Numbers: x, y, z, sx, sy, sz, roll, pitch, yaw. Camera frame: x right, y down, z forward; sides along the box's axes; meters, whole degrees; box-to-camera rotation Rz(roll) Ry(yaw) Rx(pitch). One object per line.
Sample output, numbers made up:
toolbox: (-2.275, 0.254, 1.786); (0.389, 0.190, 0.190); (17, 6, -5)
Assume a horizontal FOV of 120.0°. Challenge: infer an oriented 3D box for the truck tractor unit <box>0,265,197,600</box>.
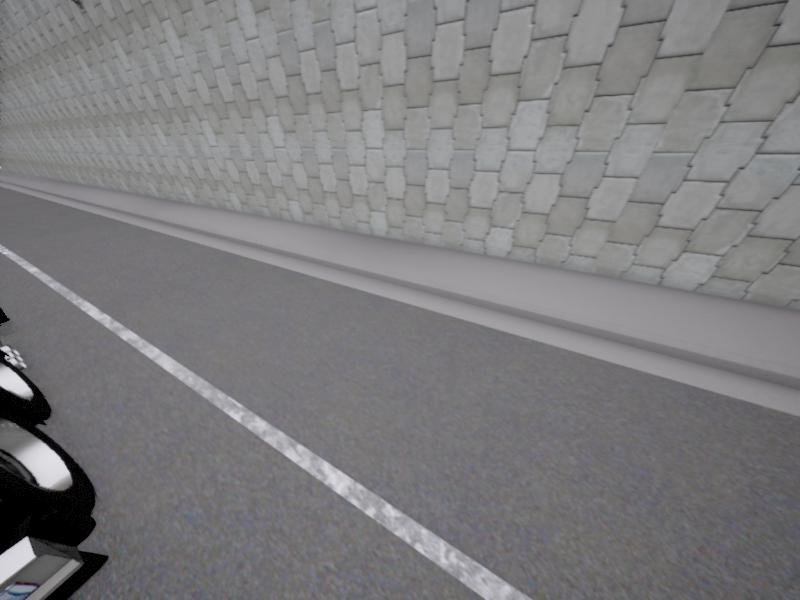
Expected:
truck tractor unit: (-5.112, -0.300, 0.778); (6.516, 4.208, 3.053); (18, 39, 24)
